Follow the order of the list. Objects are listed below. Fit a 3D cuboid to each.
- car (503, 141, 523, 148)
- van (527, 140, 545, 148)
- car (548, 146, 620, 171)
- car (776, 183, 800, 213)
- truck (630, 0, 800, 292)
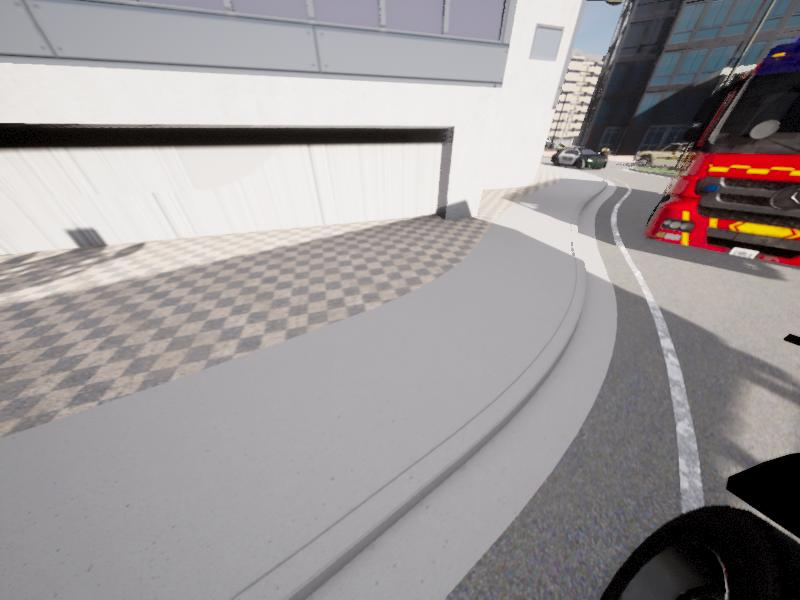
[{"bbox_3d":[33.462,-46.162,68.606,4.856,1.649,2.033,-10,36,-14],"label":"car"},{"bbox_3d":[41.585,-47.681,70.600,4.442,1.987,1.775,-10,36,-14],"label":"van"},{"bbox_3d":[15.687,-12.417,20.160,2.038,1.542,4.974,-4,35,-5],"label":"car"},{"bbox_3d":[16.326,-4.025,8.306,4.181,1.385,1.994,-18,38,-23],"label":"car"},{"bbox_3d":[9.449,-3.770,5.884,8.468,3.827,2.891,-29,44,-35],"label":"truck"}]
